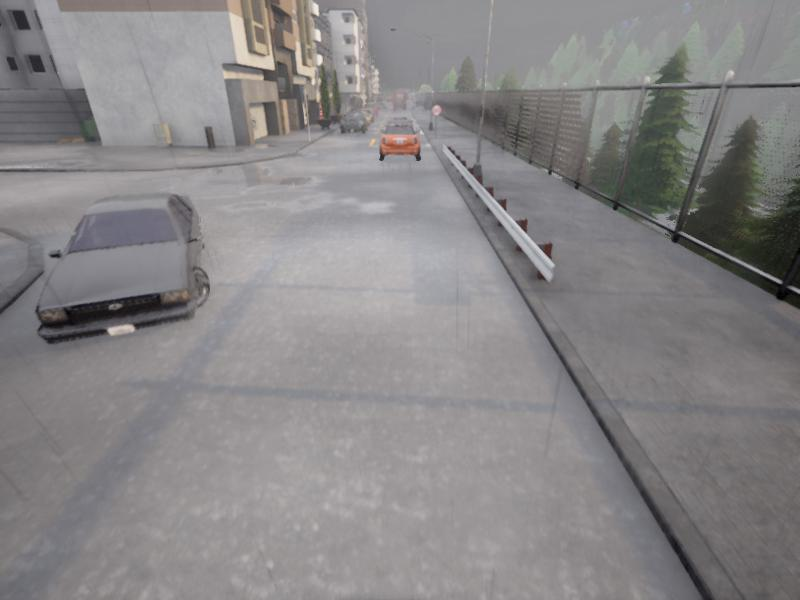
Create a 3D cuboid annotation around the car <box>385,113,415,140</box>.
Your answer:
[{"bbox_3d":[-0.003,-13.875,31.784,2.152,1.651,5.027,0,27,0],"label":"car"}]

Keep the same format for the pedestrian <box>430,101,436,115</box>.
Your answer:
[{"bbox_3d":[5.101,-29.990,62.527,0.751,1.860,0.751,-1,27,-2],"label":"pedestrian"}]

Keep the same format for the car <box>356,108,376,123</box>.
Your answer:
[{"bbox_3d":[-4.009,-22.005,47.740,1.970,1.475,3.806,0,27,0],"label":"car"}]

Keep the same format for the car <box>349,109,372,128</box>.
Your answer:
[{"bbox_3d":[-4.008,-18.889,41.575,1.801,1.575,5.366,0,27,0],"label":"car"}]

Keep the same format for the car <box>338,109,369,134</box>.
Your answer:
[{"bbox_3d":[-4.005,-15.726,35.199,2.097,1.767,4.553,0,27,0],"label":"car"}]

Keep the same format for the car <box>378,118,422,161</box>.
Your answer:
[{"bbox_3d":[0.000,-8.810,21.756,2.097,1.767,4.553,0,27,0],"label":"car"}]

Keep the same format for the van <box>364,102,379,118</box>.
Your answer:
[{"bbox_3d":[-4.015,-27.271,57.410,1.775,1.987,4.442,0,27,0],"label":"van"}]

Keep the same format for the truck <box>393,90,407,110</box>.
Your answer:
[{"bbox_3d":[-0.025,-42.991,85.913,2.891,3.827,8.468,0,27,0],"label":"truck"}]

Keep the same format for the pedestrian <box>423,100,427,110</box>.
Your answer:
[{"bbox_3d":[5.160,-40.431,82.803,0.751,1.860,0.751,0,27,0],"label":"pedestrian"}]

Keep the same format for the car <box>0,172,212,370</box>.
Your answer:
[{"bbox_3d":[-4.632,-1.074,7.182,2.033,1.411,5.357,-11,29,-20],"label":"car"}]
